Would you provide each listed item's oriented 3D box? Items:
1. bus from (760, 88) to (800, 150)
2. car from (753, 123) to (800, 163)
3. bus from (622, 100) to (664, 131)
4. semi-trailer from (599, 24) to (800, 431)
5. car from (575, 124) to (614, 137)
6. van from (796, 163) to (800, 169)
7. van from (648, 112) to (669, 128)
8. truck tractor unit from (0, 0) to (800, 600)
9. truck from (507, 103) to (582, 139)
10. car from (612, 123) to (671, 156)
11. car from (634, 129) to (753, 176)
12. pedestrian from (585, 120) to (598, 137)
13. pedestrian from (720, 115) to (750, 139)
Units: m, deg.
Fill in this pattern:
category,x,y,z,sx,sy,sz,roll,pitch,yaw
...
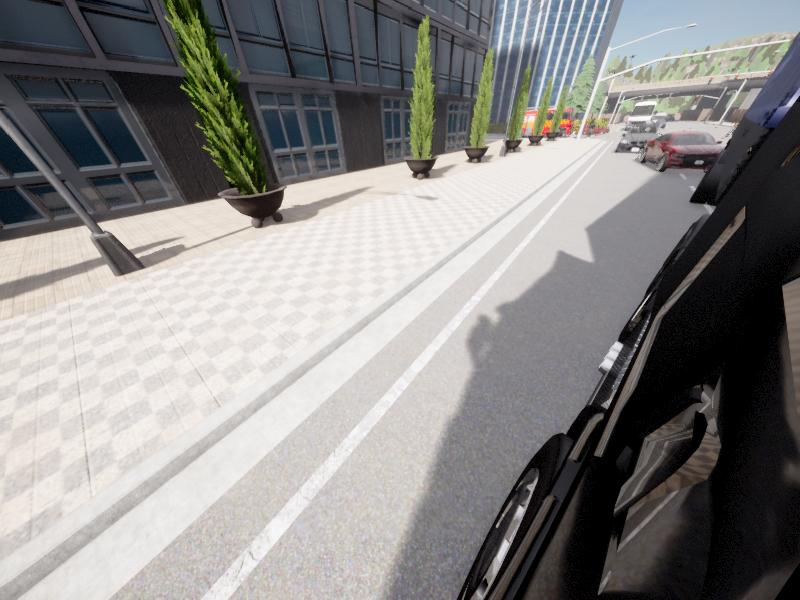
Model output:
category,x,y,z,sx,sy,sz,roll,pitch,yaw
bus,29.342,-12.156,14.496,3.944,4.253,10.273,24,44,31
car,21.890,-8.439,12.285,2.128,1.511,4.902,24,44,31
bus,47.625,-36.342,45.645,3.944,4.253,10.273,24,44,31
semi-trailer,8.611,-3.665,4.309,14.254,4.402,2.717,-29,44,-31
car,29.489,-25.900,35.239,4.181,1.385,1.994,16,41,23
van,17.141,-5.098,7.355,2.351,2.431,6.366,24,44,31
van,57.185,-39.877,51.197,1.988,2.561,5.915,24,44,31
truck tractor unit,2.645,-0.295,0.351,6.516,4.208,3.053,-28,44,-30
truck,21.619,-27.059,35.223,8.468,3.827,2.891,25,45,32
car,17.610,-11.873,17.000,2.242,1.667,4.611,24,44,31
car,13.849,-7.426,11.418,1.882,1.535,5.008,15,40,23
pedestrian,26.719,-23.822,32.185,0.751,1.860,0.751,24,44,31
pedestrian,32.667,-16.869,22.536,0.751,1.860,0.751,22,43,29
